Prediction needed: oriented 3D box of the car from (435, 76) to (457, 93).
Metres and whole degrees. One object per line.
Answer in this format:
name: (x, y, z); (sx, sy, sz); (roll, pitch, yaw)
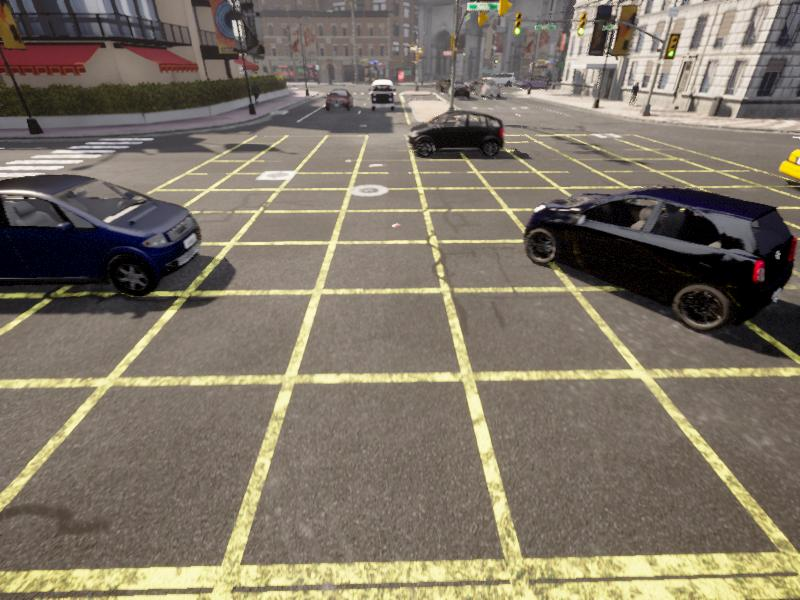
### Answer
car: (6.031, -28.618, 53.074); (1.932, 1.855, 4.605); (-4, 31, -6)

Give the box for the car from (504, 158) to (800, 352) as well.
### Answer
car: (3.746, -1.031, 6.249); (1.845, 1.501, 3.633); (-20, 36, -30)

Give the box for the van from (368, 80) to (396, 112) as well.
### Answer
van: (-1.369, -16.283, 31.823); (2.069, 2.038, 4.480); (-1, 30, -1)

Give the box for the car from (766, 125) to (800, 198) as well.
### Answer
car: (13.411, -3.455, 10.336); (5.366, 1.575, 1.801); (8, 31, 12)

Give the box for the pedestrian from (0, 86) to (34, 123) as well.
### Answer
pedestrian: (-22.242, -11.268, 23.085); (0.751, 1.860, 0.751); (-2, 30, -4)

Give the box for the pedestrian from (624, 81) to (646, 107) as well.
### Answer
pedestrian: (18.690, -16.399, 31.842); (0.751, 1.860, 0.751); (-3, 30, -5)

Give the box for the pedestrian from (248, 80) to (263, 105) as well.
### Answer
pedestrian: (-12.100, -17.411, 33.585); (0.751, 1.860, 0.751); (-1, 30, -2)

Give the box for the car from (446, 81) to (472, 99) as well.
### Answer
car: (6.353, -22.940, 43.700); (2.038, 1.542, 4.974); (-1, 30, -1)

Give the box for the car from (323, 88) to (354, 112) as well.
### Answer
car: (-4.886, -16.299, 32.443); (1.812, 1.442, 4.674); (-1, 30, -1)

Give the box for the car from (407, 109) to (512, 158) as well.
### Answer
car: (2.161, -6.512, 15.596); (3.705, 1.549, 1.789); (-1, 30, -1)

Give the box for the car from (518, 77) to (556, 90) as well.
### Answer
car: (20.408, -32.479, 59.897); (4.856, 1.649, 2.033); (0, 30, -1)

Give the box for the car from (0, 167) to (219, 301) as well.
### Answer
car: (-5.246, -1.110, 6.363); (3.705, 1.549, 1.789); (-1, 30, -1)

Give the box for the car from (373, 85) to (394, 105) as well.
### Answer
car: (-1.505, -19.291, 37.557); (1.812, 1.442, 4.674); (-1, 30, -1)

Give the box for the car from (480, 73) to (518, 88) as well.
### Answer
car: (16.192, -36.205, 65.882); (5.566, 2.045, 2.150); (0, 30, -1)

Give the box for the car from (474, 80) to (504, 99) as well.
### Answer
car: (9.848, -23.658, 44.843); (2.152, 1.651, 5.027); (0, 30, -1)

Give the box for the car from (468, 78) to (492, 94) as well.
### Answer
car: (10.533, -28.170, 52.643); (2.242, 1.667, 4.611); (10, 32, 17)

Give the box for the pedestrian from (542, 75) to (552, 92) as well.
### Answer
pedestrian: (18.437, -27.134, 50.197); (0.751, 1.860, 0.751); (0, 30, 0)
